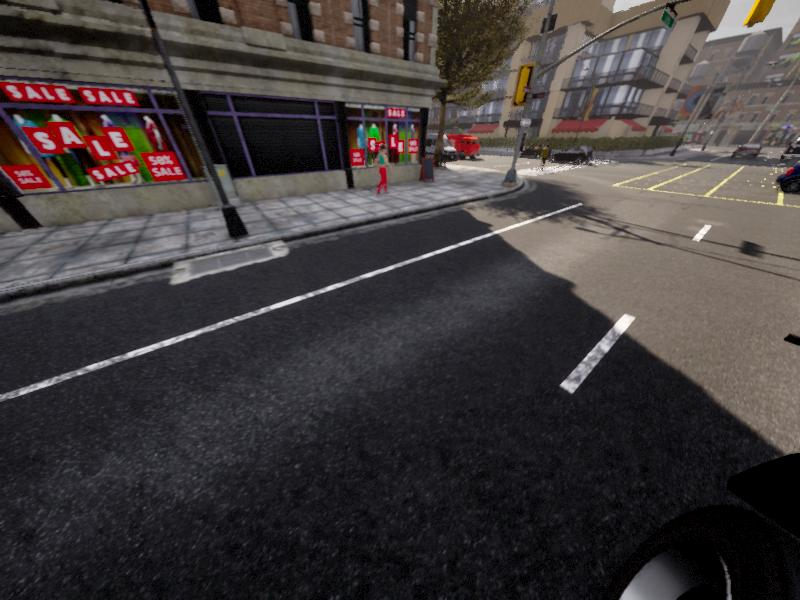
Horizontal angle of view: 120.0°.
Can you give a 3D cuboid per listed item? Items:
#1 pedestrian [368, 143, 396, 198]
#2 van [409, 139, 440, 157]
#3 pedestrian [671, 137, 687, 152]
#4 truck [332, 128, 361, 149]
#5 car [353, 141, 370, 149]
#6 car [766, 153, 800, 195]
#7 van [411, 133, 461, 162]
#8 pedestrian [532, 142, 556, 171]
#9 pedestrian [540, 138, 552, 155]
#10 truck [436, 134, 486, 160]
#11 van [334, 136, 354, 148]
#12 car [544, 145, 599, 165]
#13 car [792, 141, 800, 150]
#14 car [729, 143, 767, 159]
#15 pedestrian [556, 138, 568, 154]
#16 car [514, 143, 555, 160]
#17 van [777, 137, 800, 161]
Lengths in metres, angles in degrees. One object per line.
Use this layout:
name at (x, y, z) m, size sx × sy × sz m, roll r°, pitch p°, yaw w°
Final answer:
pedestrian at (-0.712, -5.349, 9.565) m, size 0.751 × 1.860 × 0.751 m, roll -24°, pitch 41°, yaw -29°
van at (3.376, -21.580, 32.718) m, size 1.775 × 1.987 × 4.442 m, roll -23°, pitch 41°, yaw -29°
pedestrian at (42.600, -23.764, 35.305) m, size 0.751 × 1.860 × 0.751 m, roll -23°, pitch 41°, yaw -29°
truck at (-12.798, -38.241, 54.846) m, size 2.891 × 3.827 × 8.468 m, roll -23°, pitch 41°, yaw -29°
car at (-9.388, -38.019, 56.564) m, size 2.007 × 1.525 × 4.514 m, roll -23°, pitch 41°, yaw -29°
car at (19.677, -5.395, 10.045) m, size 1.789 × 1.549 × 3.705 m, roll -23°, pitch 41°, yaw -29°
van at (4.010, -17.917, 27.043) m, size 1.988 × 2.561 × 5.915 m, roll -24°, pitch 42°, yaw -30°
pedestrian at (11.051, -10.997, 17.735) m, size 0.751 × 1.860 × 0.751 m, roll -21°, pitch 40°, yaw -26°
pedestrian at (20.033, -21.094, 31.702) m, size 0.751 × 1.860 × 0.751 m, roll 29°, pitch 45°, yaw 35°
truck at (7.246, -18.781, 28.304) m, size 2.627 × 2.467 × 5.204 m, roll -23°, pitch 41°, yaw -29°
van at (-15.192, -42.913, 62.689) m, size 2.351 × 2.431 × 6.366 m, roll -23°, pitch 41°, yaw -29°
car at (16.674, -14.270, 22.656) m, size 1.845 × 1.501 × 3.633 m, roll -21°, pitch 40°, yaw -27°
car at (72.319, -26.764, 39.611) m, size 1.932 × 1.855 × 4.605 m, roll 2°, pitch 35°, yaw 3°
car at (41.387, -17.752, 27.466) m, size 4.674 × 1.442 × 1.812 m, roll -23°, pitch 41°, yaw -29°
pedestrian at (23.304, -22.205, 33.250) m, size 0.751 × 1.860 × 0.751 m, roll -25°, pitch 42°, yaw -31°
car at (16.295, -18.183, 28.181) m, size 1.789 × 1.549 × 3.705 m, roll -23°, pitch 41°, yaw -29°
van at (42.963, -16.162, 24.684) m, size 4.480 × 2.038 × 2.069 m, roll -23°, pitch 41°, yaw -29°
